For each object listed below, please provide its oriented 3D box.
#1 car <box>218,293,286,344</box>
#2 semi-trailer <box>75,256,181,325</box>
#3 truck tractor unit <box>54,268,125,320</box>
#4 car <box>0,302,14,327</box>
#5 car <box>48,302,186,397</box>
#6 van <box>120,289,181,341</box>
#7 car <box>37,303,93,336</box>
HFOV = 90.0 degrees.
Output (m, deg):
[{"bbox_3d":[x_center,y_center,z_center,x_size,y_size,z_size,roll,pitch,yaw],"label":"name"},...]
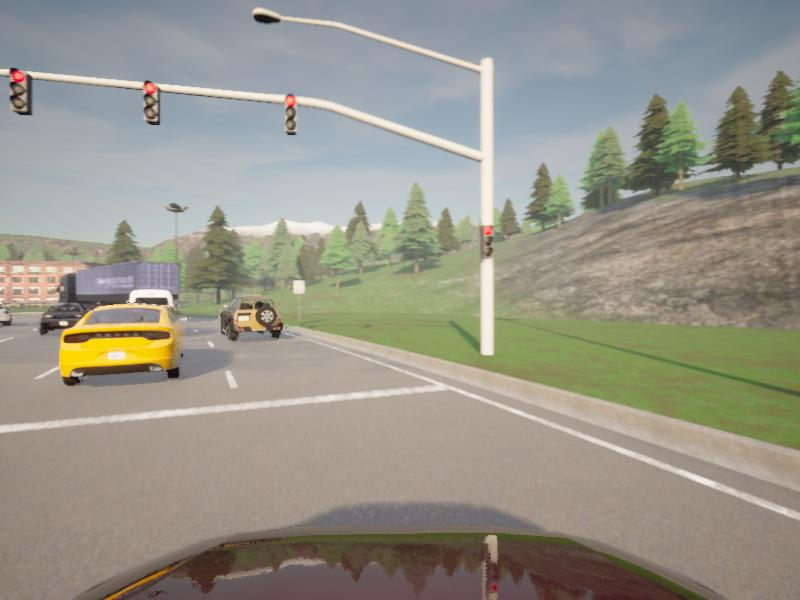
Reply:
[{"bbox_3d":[-6.478,0.662,17.162,1.932,1.855,4.605,0,0,-30],"label":"car"},{"bbox_3d":[-21.401,-0.585,30.800,14.254,4.402,2.717,0,0,39],"label":"semi-trailer"},{"bbox_3d":[-27.688,-0.473,35.601,6.516,4.208,3.053,0,0,33],"label":"truck tractor unit"},{"bbox_3d":[-26.230,0.906,25.563,3.806,1.475,1.970,0,0,42],"label":"car"},{"bbox_3d":[-6.114,0.833,9.280,1.882,1.535,5.008,0,0,-27],"label":"car"},{"bbox_3d":[-11.174,0.590,18.039,2.069,2.038,4.480,0,0,-31],"label":"van"},{"bbox_3d":[-16.800,0.885,20.260,1.816,1.474,4.193,0,0,-35],"label":"car"}]
